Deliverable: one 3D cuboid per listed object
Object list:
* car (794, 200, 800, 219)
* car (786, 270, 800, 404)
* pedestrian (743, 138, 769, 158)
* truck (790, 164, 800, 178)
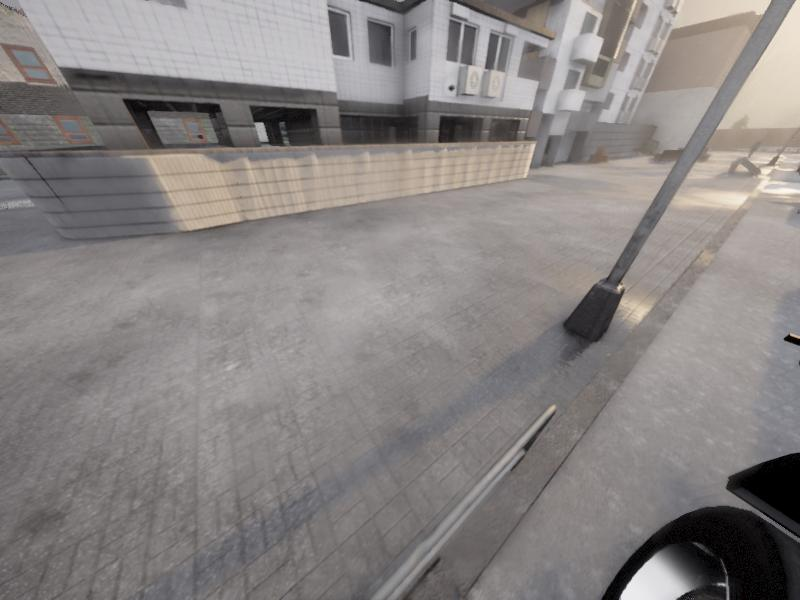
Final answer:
[{"bbox_3d":[15.380,-3.493,7.556,4.181,1.385,1.994,-22,40,-27],"label":"car"},{"bbox_3d":[6.538,0.162,2.515,4.718,1.301,1.895,-22,41,-28],"label":"car"},{"bbox_3d":[40.378,-17.249,26.227,0.751,1.860,0.751,-23,41,-29],"label":"pedestrian"},{"bbox_3d":[28.591,-9.349,14.805,5.204,2.467,2.627,-21,40,-27],"label":"truck"}]
